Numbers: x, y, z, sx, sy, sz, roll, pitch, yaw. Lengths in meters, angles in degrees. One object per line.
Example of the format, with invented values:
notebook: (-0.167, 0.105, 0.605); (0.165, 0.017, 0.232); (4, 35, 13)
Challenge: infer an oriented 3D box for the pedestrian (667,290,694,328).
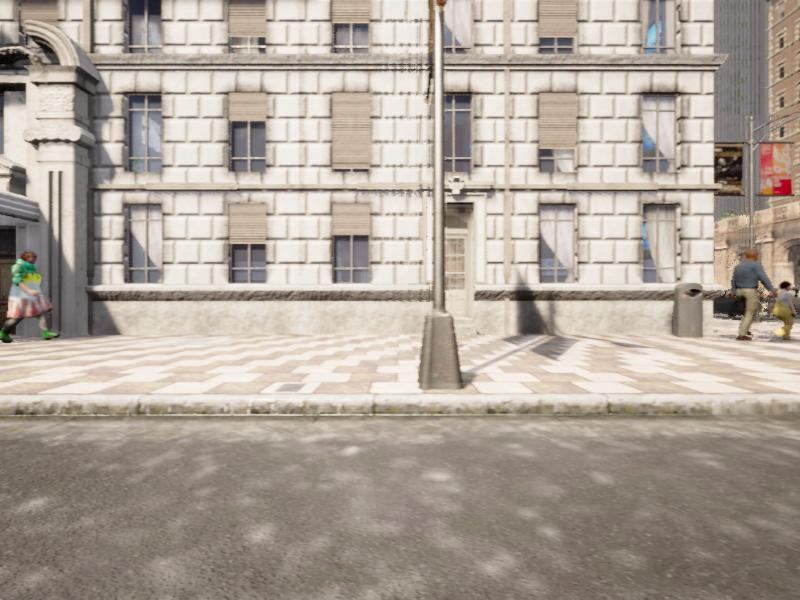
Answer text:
pedestrian: (8.400, 0.257, 11.983); (0.500, 1.100, 0.500); (0, 0, 8)

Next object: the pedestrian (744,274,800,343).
pedestrian: (7.545, 0.158, 7.952); (0.751, 1.300, 0.751); (0, 0, 0)

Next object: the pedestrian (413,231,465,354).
pedestrian: (0.605, -0.115, 6.455); (0.751, 1.860, 0.751); (0, 0, -2)

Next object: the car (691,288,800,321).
car: (17.957, 0.211, 21.042); (2.007, 1.525, 4.514); (0, 0, 0)

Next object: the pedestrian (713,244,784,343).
pedestrian: (6.919, -0.122, 7.970); (0.751, 1.860, 0.751); (0, 0, -7)

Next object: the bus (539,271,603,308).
bus: (21.624, -1.151, 51.645); (3.944, 4.253, 10.273); (0, 0, 0)

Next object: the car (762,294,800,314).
car: (28.428, 0.267, 27.608); (2.033, 1.411, 5.357); (0, 0, 0)

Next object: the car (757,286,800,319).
car: (21.457, 0.133, 20.469); (2.242, 1.667, 4.611); (0, 0, 0)

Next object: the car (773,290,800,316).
car: (24.939, 0.177, 23.113); (1.801, 1.575, 5.366); (0, 0, 0)

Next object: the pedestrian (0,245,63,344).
pedestrian: (-7.372, -0.107, 7.948); (0.751, 1.860, 0.751); (0, 0, -6)
